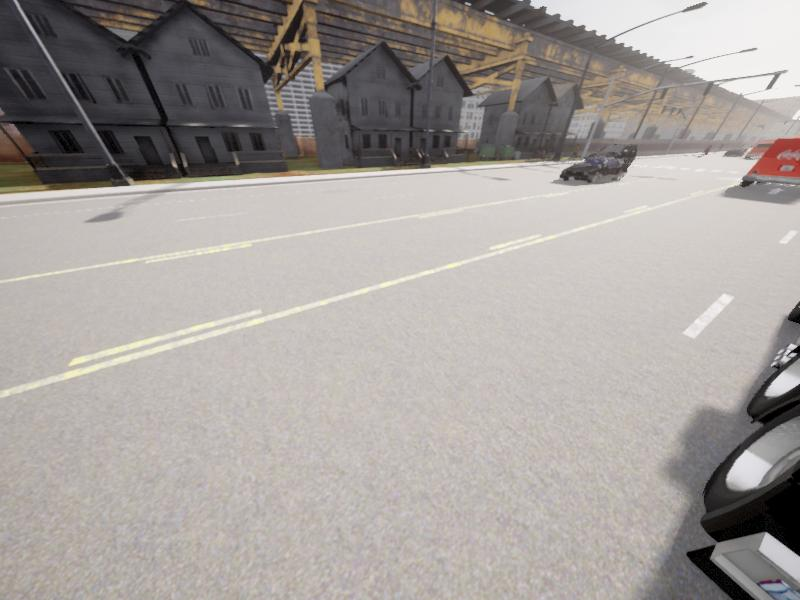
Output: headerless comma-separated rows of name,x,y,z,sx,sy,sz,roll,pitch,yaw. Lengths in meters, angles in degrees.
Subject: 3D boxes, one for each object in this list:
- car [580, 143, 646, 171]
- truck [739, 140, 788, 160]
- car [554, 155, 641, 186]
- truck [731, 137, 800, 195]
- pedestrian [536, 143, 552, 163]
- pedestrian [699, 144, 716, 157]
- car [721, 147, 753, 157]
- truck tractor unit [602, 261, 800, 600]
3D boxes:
car,20.303,-13.677,22.026,5.566,2.045,2.150,-18,39,-24
truck,55.194,-22.818,35.055,5.204,2.467,2.627,-19,39,-25
car,13.145,-8.716,15.409,5.357,1.411,2.033,-17,39,-24
truck,22.525,-7.698,13.076,5.204,2.467,2.627,-17,39,-24
pedestrian,16.085,-16.436,25.806,0.751,1.860,0.751,-24,41,-30
pedestrian,51.471,-25.013,38.681,0.751,1.860,0.751,-2,35,-4
car,59.982,-26.342,41.110,5.357,1.411,2.033,-18,39,-24
truck tractor unit,5.102,-0.311,0.784,6.516,4.208,3.053,-19,39,-24
